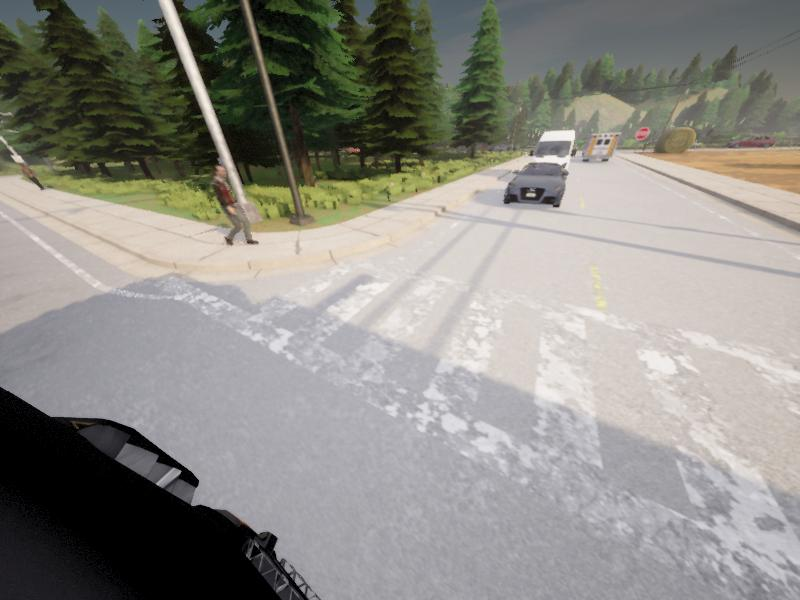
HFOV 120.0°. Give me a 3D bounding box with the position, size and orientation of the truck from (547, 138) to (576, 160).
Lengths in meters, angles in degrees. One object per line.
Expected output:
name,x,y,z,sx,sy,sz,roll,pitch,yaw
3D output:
truck,21.179,-19.793,30.200,2.390,2.098,6.274,17,39,27

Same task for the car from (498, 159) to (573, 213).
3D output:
car,5.726,-4.907,9.612,1.994,1.385,4.181,17,38,26

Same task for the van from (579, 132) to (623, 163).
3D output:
van,20.957,-16.110,24.427,2.351,2.431,6.366,17,38,26

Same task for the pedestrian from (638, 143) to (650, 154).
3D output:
pedestrian,31.246,-19.420,29.593,0.500,1.100,0.500,0,34,4

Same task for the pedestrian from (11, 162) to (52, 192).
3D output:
pedestrian,-27.099,-9.065,17.025,0.751,1.860,0.751,19,39,28

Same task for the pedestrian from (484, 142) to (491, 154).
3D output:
pedestrian,16.738,-28.995,44.027,0.751,1.860,0.751,-2,34,1

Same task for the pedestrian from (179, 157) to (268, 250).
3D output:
pedestrian,-3.936,-2.194,5.364,0.751,1.860,0.751,-2,34,0

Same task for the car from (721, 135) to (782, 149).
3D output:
car,49.533,-22.304,32.696,4.193,1.474,1.816,19,39,29

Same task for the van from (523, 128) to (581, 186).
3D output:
van,9.563,-9.075,14.539,1.988,2.561,5.915,17,38,26

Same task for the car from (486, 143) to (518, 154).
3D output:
car,20.255,-30.137,46.027,5.238,1.638,1.930,19,39,29

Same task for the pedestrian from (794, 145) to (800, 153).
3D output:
pedestrian,39.106,-14.912,22.352,0.500,1.100,0.500,-21,38,-26
